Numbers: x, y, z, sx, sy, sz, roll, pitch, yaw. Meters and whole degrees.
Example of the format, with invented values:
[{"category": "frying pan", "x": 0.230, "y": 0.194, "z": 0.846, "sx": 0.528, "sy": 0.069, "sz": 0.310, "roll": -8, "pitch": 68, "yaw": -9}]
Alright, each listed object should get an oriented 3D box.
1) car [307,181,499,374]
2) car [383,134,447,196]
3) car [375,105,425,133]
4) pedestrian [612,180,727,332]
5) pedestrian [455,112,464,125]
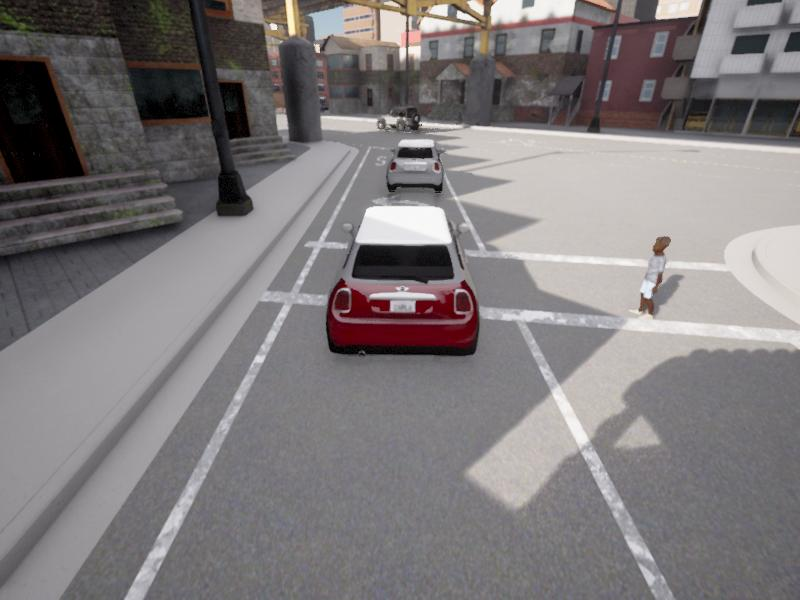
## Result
[{"category": "car", "x": 0.072, "y": -0.673, "z": 6.120, "sx": 1.970, "sy": 1.475, "sz": 3.806, "roll": 1, "pitch": 28, "yaw": 1}, {"category": "car", "x": 0.612, "y": -4.913, "z": 14.221, "sx": 1.970, "sy": 1.475, "sz": 3.806, "roll": 2, "pitch": 28, "yaw": 4}, {"category": "car", "x": -0.053, "y": -14.952, "z": 32.950, "sx": 1.905, "sy": 1.878, "sz": 3.866, "roll": -25, "pitch": 36, "yaw": -39}, {"category": "pedestrian", "x": 3.601, "y": -0.603, "z": 5.523, "sx": 0.751, "sy": 1.860, "sz": 0.751, "roll": 10, "pitch": 29, "yaw": 19}, {"category": "pedestrian", "x": 5.432, "y": -16.666, "z": 36.702, "sx": 0.500, "sy": 1.100, "sz": 0.500, "roll": -18, "pitch": 33, "yaw": -30}]
